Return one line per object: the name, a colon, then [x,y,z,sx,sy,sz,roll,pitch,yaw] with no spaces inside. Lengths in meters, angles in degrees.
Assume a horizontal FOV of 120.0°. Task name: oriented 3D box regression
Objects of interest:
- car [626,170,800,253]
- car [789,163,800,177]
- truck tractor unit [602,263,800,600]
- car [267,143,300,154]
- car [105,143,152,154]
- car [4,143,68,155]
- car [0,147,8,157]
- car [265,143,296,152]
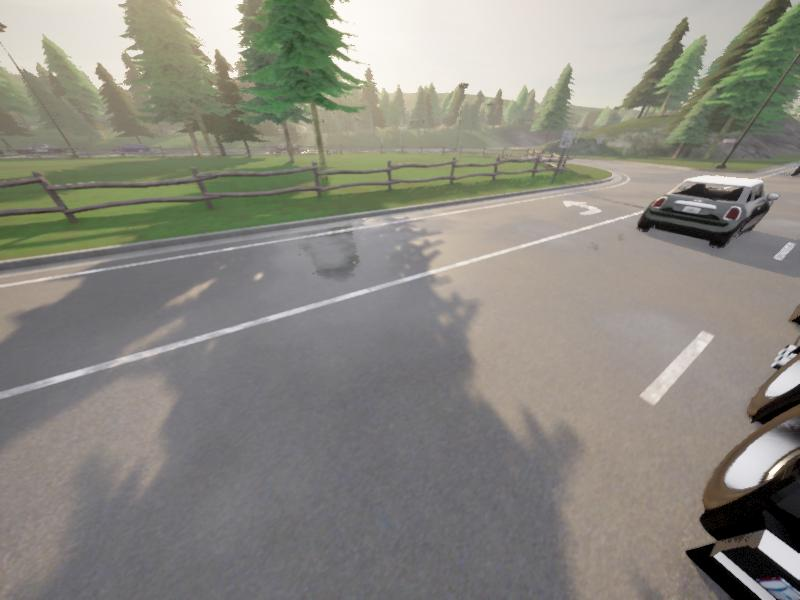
car: [9.155,-2.788,6.814,3.806,1.475,1.970,-18,39,-24]
car: [34.169,-10.909,18.729,4.193,1.474,1.816,-18,39,-24]
truck tractor unit: [5.112,-0.298,0.787,6.516,4.208,3.053,-18,39,-24]
car: [-21.768,-28.355,43.169,5.027,1.651,2.152,-18,39,-24]
car: [-47.779,-26.848,40.832,5.008,1.535,1.882,-18,39,-24]
car: [-57.072,-23.877,36.424,4.974,1.542,2.038,-18,39,-24]
car: [-56.482,-19.444,30.096,4.974,1.542,2.038,-18,39,-24]
car: [-24.887,-31.939,48.331,5.366,1.575,1.801,-18,39,-24]
